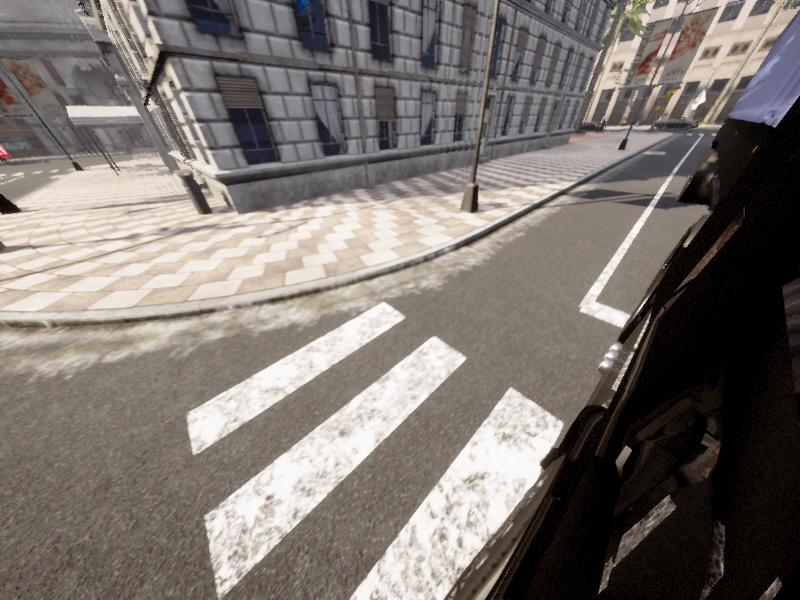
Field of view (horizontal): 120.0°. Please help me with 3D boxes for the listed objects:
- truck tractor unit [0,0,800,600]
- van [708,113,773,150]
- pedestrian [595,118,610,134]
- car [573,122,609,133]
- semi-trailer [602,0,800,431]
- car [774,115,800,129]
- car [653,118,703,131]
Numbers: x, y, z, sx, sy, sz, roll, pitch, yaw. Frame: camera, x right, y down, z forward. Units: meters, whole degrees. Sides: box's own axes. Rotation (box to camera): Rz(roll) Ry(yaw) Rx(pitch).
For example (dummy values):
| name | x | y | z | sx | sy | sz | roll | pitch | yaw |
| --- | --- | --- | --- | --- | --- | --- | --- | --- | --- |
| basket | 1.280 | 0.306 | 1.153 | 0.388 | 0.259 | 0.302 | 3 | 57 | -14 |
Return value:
| name | x | y | z | sx | sy | sz | roll | pitch | yaw |
| --- | --- | --- | --- | --- | --- | --- | --- | --- | --- |
| truck tractor unit | 2.645 | -0.295 | 0.351 | 6.516 | 4.208 | 3.053 | -28 | 44 | -30 |
| van | 24.894 | -12.467 | 17.051 | 4.442 | 1.987 | 1.775 | -30 | 45 | -32 |
| pedestrian | 30.546 | -26.306 | 34.876 | 0.751 | 1.860 | 0.751 | 2 | 37 | 6 |
| car | 34.733 | -31.504 | 42.163 | 1.812 | 1.442 | 4.674 | -32 | 46 | -33 |
| semi-trailer | 8.484 | -3.745 | 4.425 | 14.254 | 4.402 | 2.717 | -31 | 45 | -32 |
| car | 53.044 | -23.371 | 30.281 | 1.970 | 1.475 | 3.806 | -30 | 45 | -32 |
| car | 44.959 | -28.410 | 37.409 | 2.128 | 1.511 | 4.902 | -31 | 45 | -32 |
